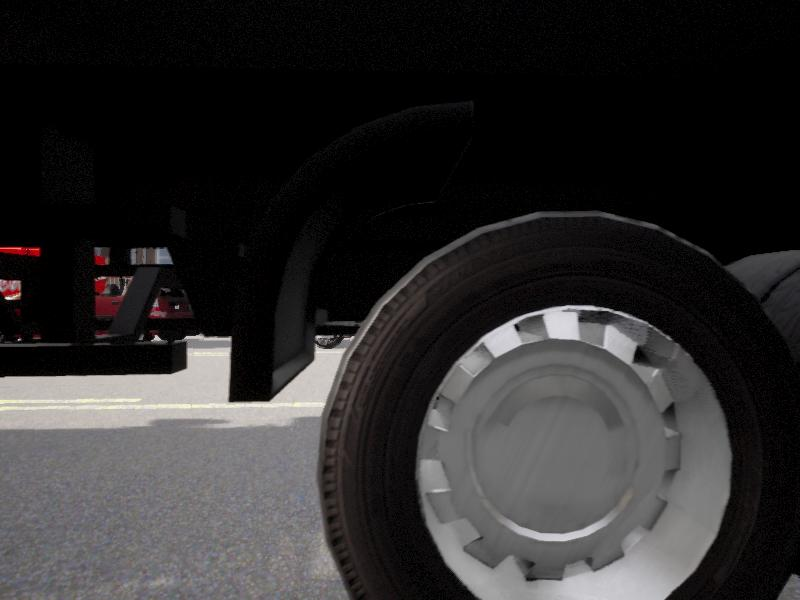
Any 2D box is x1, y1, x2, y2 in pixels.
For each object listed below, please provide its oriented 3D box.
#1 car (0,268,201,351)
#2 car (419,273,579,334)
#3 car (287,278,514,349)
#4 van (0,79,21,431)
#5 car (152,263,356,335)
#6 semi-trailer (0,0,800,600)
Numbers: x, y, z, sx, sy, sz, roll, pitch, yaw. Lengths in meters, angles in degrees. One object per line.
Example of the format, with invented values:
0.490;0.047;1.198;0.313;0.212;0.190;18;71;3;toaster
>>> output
-6.858;0.188;8.838;3.988;1.617;1.851;0;0;-3;car
2.975;0.094;12.811;4.553;1.767;2.097;0;0;-3;car
-0.004;0.270;9.155;4.674;1.442;1.812;0;0;-3;car
-5.810;-0.298;1.900;5.915;2.561;1.988;-1;-1;-3;van
-4.247;-0.032;12.444;5.566;2.045;2.150;0;0;-3;car
4.153;-1.219;2.370;14.254;4.402;2.717;0;0;-3;semi-trailer
